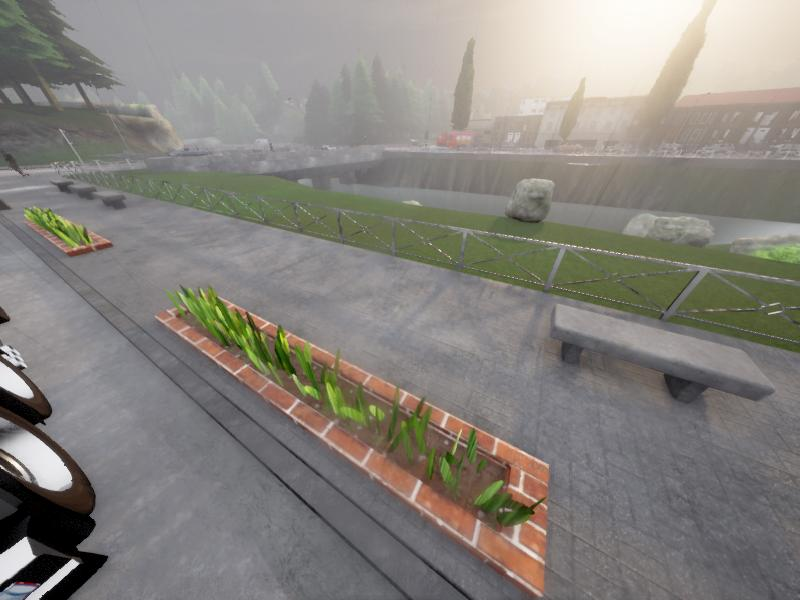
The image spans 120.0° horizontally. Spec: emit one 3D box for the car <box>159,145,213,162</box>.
[{"bbox_3d":[-28.686,-19.775,31.124,2.242,1.667,4.611,18,39,24],"label":"car"}]

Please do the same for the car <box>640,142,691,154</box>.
[{"bbox_3d":[45.419,-26.096,39.676,5.238,1.638,1.930,18,39,24],"label":"car"}]

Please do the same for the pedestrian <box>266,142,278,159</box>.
[{"bbox_3d":[-17.472,-20.407,31.558,0.751,1.860,0.751,18,39,24],"label":"pedestrian"}]

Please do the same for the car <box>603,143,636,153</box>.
[{"bbox_3d":[40.043,-27.777,42.272,3.806,1.475,1.970,18,39,24],"label":"car"}]

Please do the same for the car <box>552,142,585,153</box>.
[{"bbox_3d":[33.093,-30.104,45.536,5.027,1.651,2.152,18,39,24],"label":"car"}]

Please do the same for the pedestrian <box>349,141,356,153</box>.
[{"bbox_3d":[-8.930,-28.924,43.718,0.751,1.860,0.751,19,39,25],"label":"pedestrian"}]

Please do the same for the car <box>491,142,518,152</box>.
[{"bbox_3d":[22.771,-33.473,50.440,4.856,1.649,2.033,18,39,24],"label":"car"}]

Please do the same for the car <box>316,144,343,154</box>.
[{"bbox_3d":[-13.790,-29.958,45.750,2.038,1.542,4.974,18,39,24],"label":"car"}]

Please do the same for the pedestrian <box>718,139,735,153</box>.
[{"bbox_3d":[56.278,-26.563,39.851,0.751,1.860,0.751,22,40,28],"label":"pedestrian"}]

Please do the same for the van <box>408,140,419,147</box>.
[{"bbox_3d":[4.570,-53.007,78.251,2.069,2.038,4.480,18,39,24],"label":"van"}]

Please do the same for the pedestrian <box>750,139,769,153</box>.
[{"bbox_3d":[60.577,-25.961,38.979,0.751,1.860,0.751,17,38,23],"label":"pedestrian"}]

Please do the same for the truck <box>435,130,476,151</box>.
[{"bbox_3d":[12.990,-37.562,54.458,8.468,3.827,2.891,18,39,24],"label":"truck"}]

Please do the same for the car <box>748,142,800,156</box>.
[{"bbox_3d":[56.806,-22.386,34.267,5.238,1.638,1.930,18,39,24],"label":"car"}]

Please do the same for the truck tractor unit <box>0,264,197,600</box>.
[{"bbox_3d":[-5.112,-0.299,0.780,6.516,4.208,3.053,18,39,24],"label":"truck tractor unit"}]

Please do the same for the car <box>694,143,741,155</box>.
[{"bbox_3d":[50.846,-24.258,37.142,3.806,1.475,1.970,18,39,25],"label":"car"}]

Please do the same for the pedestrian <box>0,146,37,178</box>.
[{"bbox_3d":[-27.040,-9.622,16.135,0.751,1.860,0.751,-1,35,-1],"label":"pedestrian"}]
